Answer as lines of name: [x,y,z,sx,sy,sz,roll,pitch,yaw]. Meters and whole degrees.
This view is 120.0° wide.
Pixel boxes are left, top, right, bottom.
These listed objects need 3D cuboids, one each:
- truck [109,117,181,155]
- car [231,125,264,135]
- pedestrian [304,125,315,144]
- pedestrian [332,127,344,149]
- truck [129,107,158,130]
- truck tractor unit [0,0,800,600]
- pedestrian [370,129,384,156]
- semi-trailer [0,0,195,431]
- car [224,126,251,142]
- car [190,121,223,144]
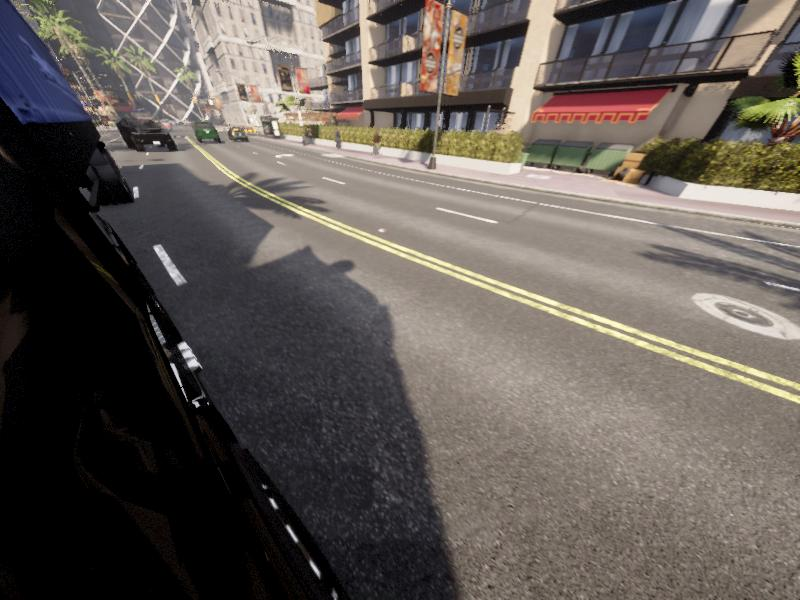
truck: [-20.548,-13.276,18.601,6.274,2.098,2.390,28,44,30]
car: [-31.596,-35.338,48.044,5.366,1.575,1.801,-15,40,-22]
pedestrian: [-11.117,-20.317,28.456,0.751,1.860,0.751,-24,44,-30]
pedestrian: [-6.426,-16.902,24.125,0.751,1.860,0.751,-25,45,-32]
truck: [-59.752,-42.315,54.020,2.891,3.827,8.468,-24,44,-31]
truck tractor unit: [-2.645,-0.295,0.351,6.516,4.208,3.053,28,44,30]
pedestrian: [-1.927,-13.271,19.494,0.751,1.860,0.751,-26,45,-32]
semi-trailer: [-8.357,-3.790,4.571,2.717,4.402,14.254,-30,47,-35]
car: [-21.770,-22.176,30.888,1.851,1.617,3.988,-24,44,-31]
car: [-23.303,-20.170,27.747,2.150,2.045,5.566,-23,44,-30]
